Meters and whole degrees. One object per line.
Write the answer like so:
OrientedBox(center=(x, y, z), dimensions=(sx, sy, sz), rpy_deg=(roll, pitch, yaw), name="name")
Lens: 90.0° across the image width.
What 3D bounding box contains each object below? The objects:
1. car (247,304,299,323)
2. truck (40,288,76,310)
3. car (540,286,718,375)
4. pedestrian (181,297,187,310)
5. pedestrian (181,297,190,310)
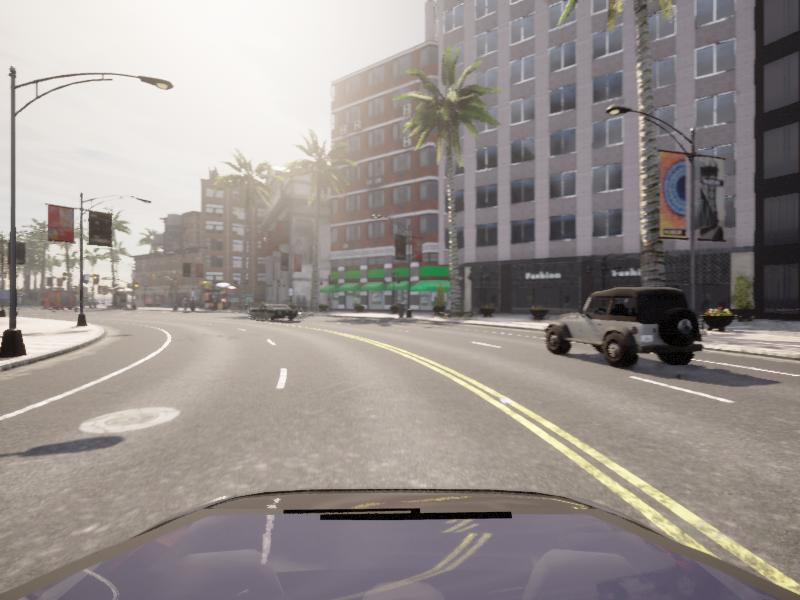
OrientedBox(center=(-9.886, 0.960, 30.926), dimensions=(1.895, 1.301, 4.718), rpy_deg=(0, 0, -44), name="car")
OrientedBox(center=(-62.462, -0.237, 73.034), dimensions=(8.468, 3.827, 2.891), rpy_deg=(0, 0, 35), name="truck")
OrientedBox(center=(5.635, 0.641, 10.486), dimensions=(1.905, 1.878, 3.866), rpy_deg=(0, 0, -14), name="car")
OrientedBox(center=(-31.144, 0.530, 57.685), dimensions=(0.751, 1.860, 0.751), rpy_deg=(0, 0, -23), name="pedestrian")
OrientedBox(center=(-30.636, 0.529, 57.137), dimensions=(0.751, 1.860, 0.751), rpy_deg=(0, 0, 3), name="pedestrian")
